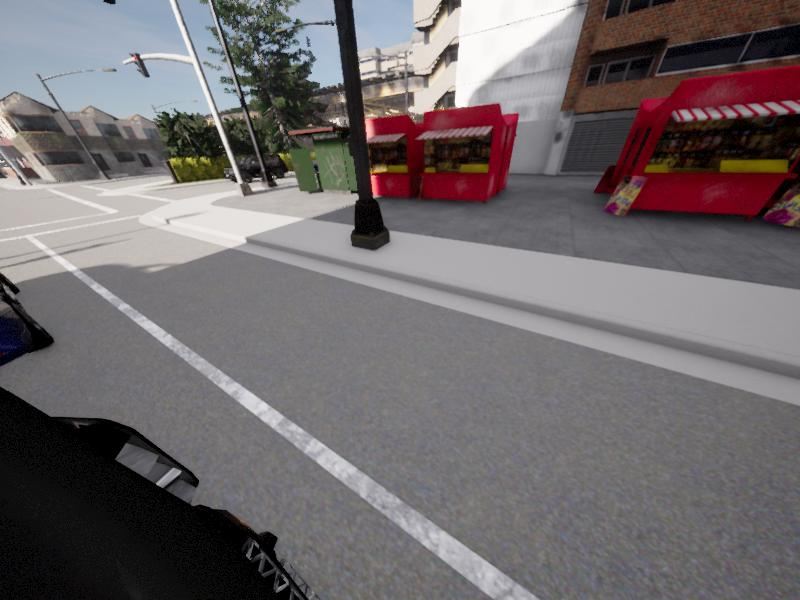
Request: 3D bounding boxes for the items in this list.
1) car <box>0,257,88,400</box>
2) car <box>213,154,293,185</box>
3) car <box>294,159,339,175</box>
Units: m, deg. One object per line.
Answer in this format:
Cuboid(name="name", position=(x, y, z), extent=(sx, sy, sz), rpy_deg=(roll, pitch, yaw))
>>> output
Cuboid(name="car", position=(-6.671, 0.086, 2.830), extent=(4.792, 1.488, 2.163), rpy_deg=(16, 38, 26))
Cuboid(name="car", position=(-13.298, -12.220, 21.426), extent=(2.150, 2.045, 5.566), rpy_deg=(16, 38, 26))
Cuboid(name="car", position=(-9.595, -15.513, 26.844), extent=(1.895, 1.301, 4.718), rpy_deg=(16, 38, 26))
